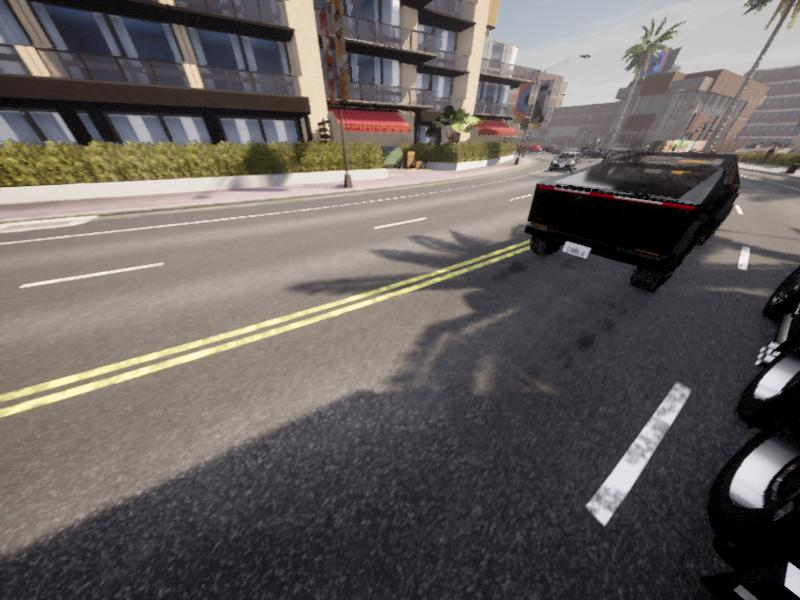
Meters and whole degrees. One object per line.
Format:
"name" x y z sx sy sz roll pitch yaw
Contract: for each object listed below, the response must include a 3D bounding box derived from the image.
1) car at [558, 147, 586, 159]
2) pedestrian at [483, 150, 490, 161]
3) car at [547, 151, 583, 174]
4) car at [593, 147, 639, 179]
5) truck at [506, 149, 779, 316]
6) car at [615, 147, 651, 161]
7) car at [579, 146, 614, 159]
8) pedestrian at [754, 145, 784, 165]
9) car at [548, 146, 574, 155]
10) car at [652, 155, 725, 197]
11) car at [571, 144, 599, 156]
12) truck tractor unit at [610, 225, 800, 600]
"car" 28.642 -24.587 38.573 1.994 1.385 4.181 4 35 6
"pedestrian" 11.139 -18.587 29.735 0.500 1.100 0.500 17 38 23
"car" 15.062 -12.600 21.056 1.970 1.475 3.806 23 41 29
"car" 17.149 -11.022 18.423 1.905 1.878 3.866 24 41 30
"truck" 5.694 -2.182 5.384 6.274 2.098 2.390 -21 40 -28
"car" 34.793 -22.036 34.716 1.851 1.617 3.988 8 35 11
"car" 31.928 -24.191 37.755 2.242 1.667 4.611 5 35 7
"pedestrian" 40.666 -15.996 25.486 0.751 1.860 0.751 17 38 23
"car" 32.292 -30.041 46.484 1.994 1.385 4.181 -2 35 -4
"car" 16.389 -7.352 13.384 1.801 1.575 5.366 28 43 34
"car" 35.868 -29.255 44.909 1.905 1.878 3.866 -1 34 -2
"truck tractor unit" 5.040 -0.365 0.882 6.516 4.208 3.053 -21 40 -27
